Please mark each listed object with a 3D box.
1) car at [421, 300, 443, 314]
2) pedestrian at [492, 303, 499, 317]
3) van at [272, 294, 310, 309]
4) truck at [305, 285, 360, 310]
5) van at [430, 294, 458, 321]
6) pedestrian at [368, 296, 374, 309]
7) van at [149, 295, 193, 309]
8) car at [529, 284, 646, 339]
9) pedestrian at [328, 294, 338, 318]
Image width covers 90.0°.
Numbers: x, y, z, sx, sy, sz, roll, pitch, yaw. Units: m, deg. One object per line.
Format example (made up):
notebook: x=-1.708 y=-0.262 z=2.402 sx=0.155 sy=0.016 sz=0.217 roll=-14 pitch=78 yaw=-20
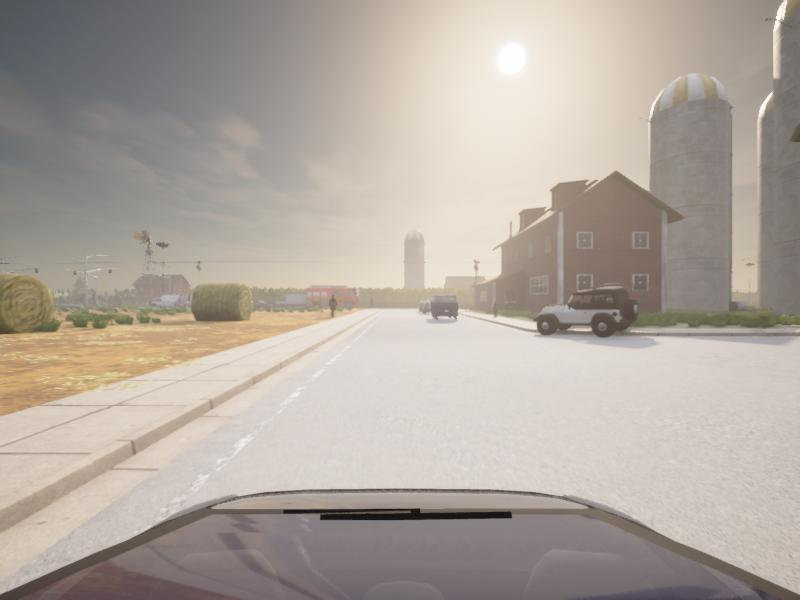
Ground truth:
car: x=3.516 y=0.785 z=44.779 sx=2.163 sy=1.488 sz=4.792 roll=0 pitch=0 yaw=0
pedestrian: x=7.693 y=0.816 z=32.210 sx=0.500 sy=1.100 sz=0.500 roll=0 pitch=0 yaw=6
van: x=-18.525 y=0.246 z=68.250 sx=5.915 sy=2.561 sz=1.988 roll=0 pitch=0 yaw=1
truck: x=-10.782 y=-0.390 z=64.618 sx=8.468 sy=3.827 sz=2.891 roll=0 pitch=0 yaw=1
van: x=3.512 y=0.549 z=32.316 sx=1.775 sy=1.987 sz=4.442 roll=0 pitch=0 yaw=0
pedestrian: x=-4.250 y=0.405 z=59.447 sx=0.751 sy=1.860 sz=0.751 roll=0 pitch=0 yaw=9
van: x=-39.228 y=0.298 z=68.610 sx=6.366 sy=2.431 sz=2.351 roll=0 pitch=0 yaw=2
car: x=7.670 y=0.462 z=16.614 sx=1.905 sy=1.878 sz=3.866 roll=-8 pitch=4 yaw=-42
pedestrian: x=-5.203 y=0.438 z=31.132 sx=0.751 sy=1.860 sz=0.751 roll=0 pitch=0 yaw=-7
